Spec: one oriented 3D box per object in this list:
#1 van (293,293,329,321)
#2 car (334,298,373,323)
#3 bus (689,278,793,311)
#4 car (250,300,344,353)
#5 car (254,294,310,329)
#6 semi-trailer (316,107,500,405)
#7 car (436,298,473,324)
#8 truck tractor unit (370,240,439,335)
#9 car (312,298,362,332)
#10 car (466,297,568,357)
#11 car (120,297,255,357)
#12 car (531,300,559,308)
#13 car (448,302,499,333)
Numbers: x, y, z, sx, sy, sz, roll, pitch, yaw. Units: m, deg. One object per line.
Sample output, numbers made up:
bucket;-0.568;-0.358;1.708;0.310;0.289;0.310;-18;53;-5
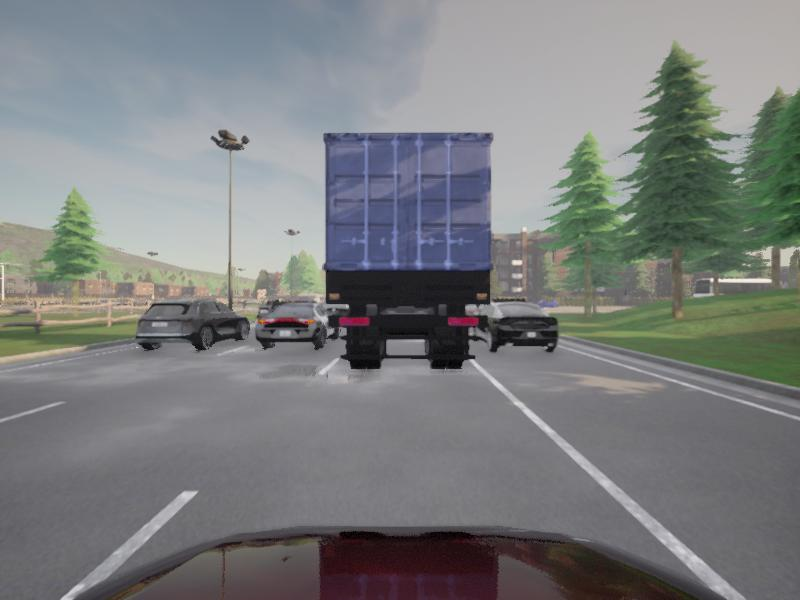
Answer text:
van;-6.745;0.517;30.918;1.775;1.987;4.442;0;0;0
car;-3.262;0.680;29.066;2.242;1.667;4.611;0;0;0
bus;44.778;-0.672;52.829;10.273;4.253;3.944;0;0;0
car;-3.385;0.787;14.312;2.038;1.542;4.974;0;0;0
car;-6.807;0.590;23.646;1.932;1.855;4.605;0;0;1
semi-trailer;0.156;-0.654;13.046;2.717;4.402;14.254;0;0;0
car;3.732;0.697;28.165;1.930;1.638;5.238;0;0;0
truck tractor unit;0.189;-0.553;20.967;3.053;4.208;6.516;0;0;0
car;-3.318;0.713;22.083;1.930;1.638;5.238;0;0;0
car;3.612;0.736;13.505;1.930;1.638;5.238;0;0;0
car;-6.887;0.744;13.760;2.033;1.649;4.856;0;1;0
car;24.491;0.677;67.710;4.193;1.474;1.816;0;0;0
car;3.665;0.815;20.792;1.812;1.442;4.674;0;0;0
